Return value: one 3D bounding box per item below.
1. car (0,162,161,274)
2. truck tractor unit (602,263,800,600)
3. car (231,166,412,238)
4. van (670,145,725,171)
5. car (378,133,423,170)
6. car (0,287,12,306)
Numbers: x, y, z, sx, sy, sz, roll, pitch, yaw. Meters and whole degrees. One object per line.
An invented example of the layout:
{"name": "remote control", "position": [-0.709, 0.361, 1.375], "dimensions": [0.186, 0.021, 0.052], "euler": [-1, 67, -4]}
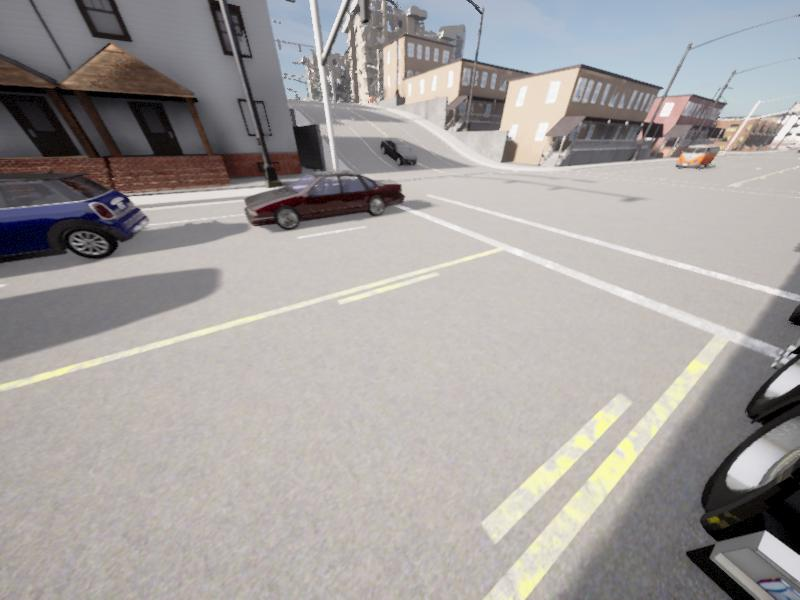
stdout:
{"name": "car", "position": [-8.727, -1.721, 4.846], "dimensions": [4.553, 1.767, 2.097], "euler": [-18, 39, -24]}
{"name": "truck tractor unit", "position": [5.108, -0.302, 0.788], "dimensions": [6.516, 4.208, 3.053], "euler": [-18, 39, -24]}
{"name": "car", "position": [-2.393, -3.630, 8.005], "dimensions": [5.357, 1.411, 2.033], "euler": [-20, 40, -26]}
{"name": "van", "position": [29.694, -14.281, 23.089], "dimensions": [4.442, 1.987, 1.775], "euler": [-18, 39, -24]}
{"name": "car", "position": [-0.080, -14.583, 22.534], "dimensions": [1.882, 1.535, 5.008], "euler": [-19, 55, -25]}
{"name": "car", "position": [-8.604, 0.440, 1.515], "dimensions": [5.566, 2.045, 2.150], "euler": [-18, 39, -24]}
